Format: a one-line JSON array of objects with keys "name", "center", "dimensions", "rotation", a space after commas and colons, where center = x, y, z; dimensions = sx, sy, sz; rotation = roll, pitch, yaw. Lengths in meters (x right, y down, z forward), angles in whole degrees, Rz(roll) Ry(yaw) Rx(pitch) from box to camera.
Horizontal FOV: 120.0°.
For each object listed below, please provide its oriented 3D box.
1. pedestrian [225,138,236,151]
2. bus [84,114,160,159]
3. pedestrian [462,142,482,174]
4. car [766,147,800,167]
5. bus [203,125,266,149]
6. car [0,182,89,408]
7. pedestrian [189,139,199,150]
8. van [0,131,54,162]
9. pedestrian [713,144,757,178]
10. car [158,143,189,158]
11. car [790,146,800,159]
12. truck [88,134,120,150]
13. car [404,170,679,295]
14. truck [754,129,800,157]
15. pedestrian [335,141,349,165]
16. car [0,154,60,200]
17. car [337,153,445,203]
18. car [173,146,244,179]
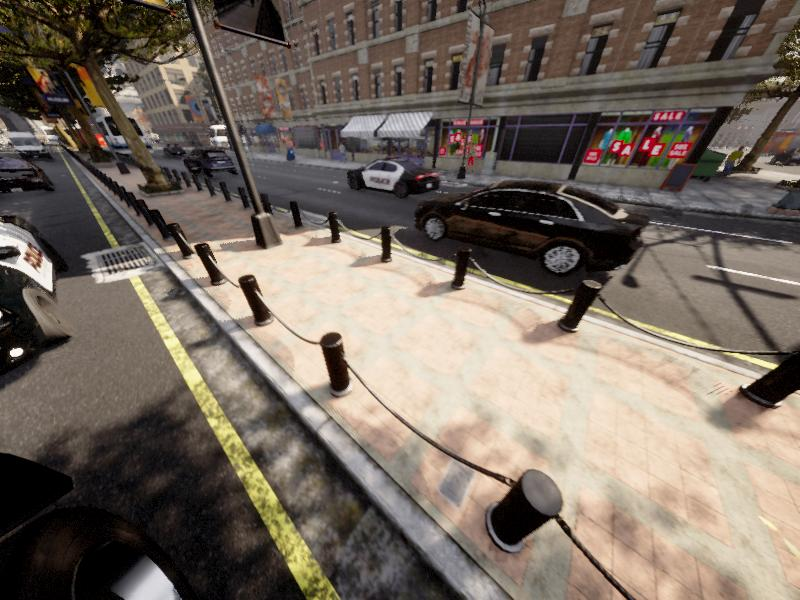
[{"name": "pedestrian", "center": [-30.594, -28.149, 41.805], "dimensions": [0.751, 1.860, 0.751], "rotation": [6, 35, 8]}, {"name": "bus", "center": [-37.143, -21.747, 30.840], "dimensions": [10.273, 4.253, 3.944], "rotation": [25, 42, 31]}, {"name": "pedestrian", "center": [5.023, -9.981, 16.279], "dimensions": [0.751, 1.860, 0.751], "rotation": [-27, 44, -34]}, {"name": "car", "center": [43.218, -15.525, 25.087], "dimensions": [2.152, 1.651, 5.027], "rotation": [25, 42, 31]}, {"name": "bus", "center": [-37.742, -37.487, 53.263], "dimensions": [3.944, 4.253, 10.273], "rotation": [24, 42, 30]}, {"name": "car", "center": [-6.239, -0.263, 2.915], "dimensions": [4.974, 1.542, 2.038], "rotation": [25, 42, 31]}, {"name": "pedestrian", "center": [-40.385, -30.482, 45.294], "dimensions": [0.751, 1.860, 0.751], "rotation": [22, 40, 27]}, {"name": "van", "center": [-41.116, -17.086, 25.647], "dimensions": [5.915, 2.561, 1.988], "rotation": [25, 42, 31]}, {"name": "pedestrian", "center": [22.193, -9.220, 15.371], "dimensions": [0.751, 1.860, 0.751], "rotation": [23, 41, 29]}, {"name": "car", "center": [-30.319, -20.097, 30.930], "dimensions": [3.633, 1.501, 1.845], "rotation": [25, 42, 31]}, {"name": "car", "center": [61.340, -21.976, 34.516], "dimensions": [1.789, 1.549, 3.705], "rotation": [25, 42, 31]}, {"name": "truck", "center": [-57.559, -30.701, 44.957], "dimensions": [5.204, 2.467, 2.627], "rotation": [25, 42, 31]}, {"name": "car", "center": [2.598, -2.001, 5.509], "dimensions": [4.892, 1.490, 1.837], "rotation": [25, 42, 31]}, {"name": "truck", "center": [68.288, -27.843, 40.972], "dimensions": [2.891, 3.827, 8.468], "rotation": [25, 42, 31]}, {"name": "pedestrian", "center": [-5.283, -13.360, 20.989], "dimensions": [0.751, 1.860, 0.751], "rotation": [-26, 43, -32]}, {"name": "car", "center": [-18.670, -6.057, 11.159], "dimensions": [5.357, 1.411, 2.033], "rotation": [25, 42, 31]}, {"name": "car", "center": [-0.585, -6.109, 11.303], "dimensions": [4.974, 1.542, 2.038], "rotation": [25, 42, 31]}, {"name": "car", "center": [-13.518, -9.770, 16.298], "dimensions": [4.856, 1.649, 2.033], "rotation": [24, 41, 29]}]
